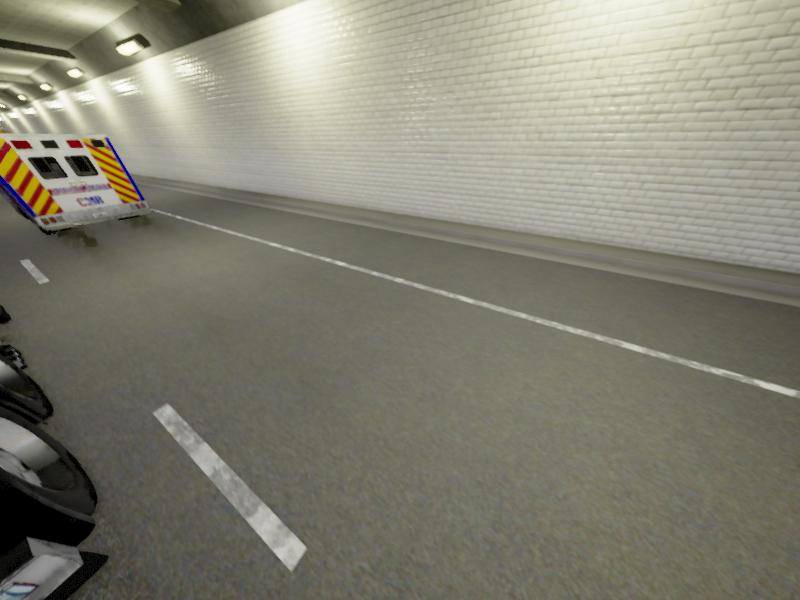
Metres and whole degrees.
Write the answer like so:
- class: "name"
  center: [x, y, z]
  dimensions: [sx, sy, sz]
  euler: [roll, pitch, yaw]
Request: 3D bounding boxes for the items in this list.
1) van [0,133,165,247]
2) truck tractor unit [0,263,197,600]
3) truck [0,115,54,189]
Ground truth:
- class: "van"
  center: [-11.264, -3.881, 7.552]
  dimensions: [6.366, 2.431, 2.351]
  euler: [18, 39, 24]
- class: "truck tractor unit"
  center: [-5.115, -0.297, 0.782]
  dimensions: [6.516, 4.208, 3.053]
  euler: [18, 39, 24]
- class: "truck"
  center: [-26.735, -9.502, 14.533]
  dimensions: [8.468, 3.827, 2.891]
  euler: [18, 39, 25]
